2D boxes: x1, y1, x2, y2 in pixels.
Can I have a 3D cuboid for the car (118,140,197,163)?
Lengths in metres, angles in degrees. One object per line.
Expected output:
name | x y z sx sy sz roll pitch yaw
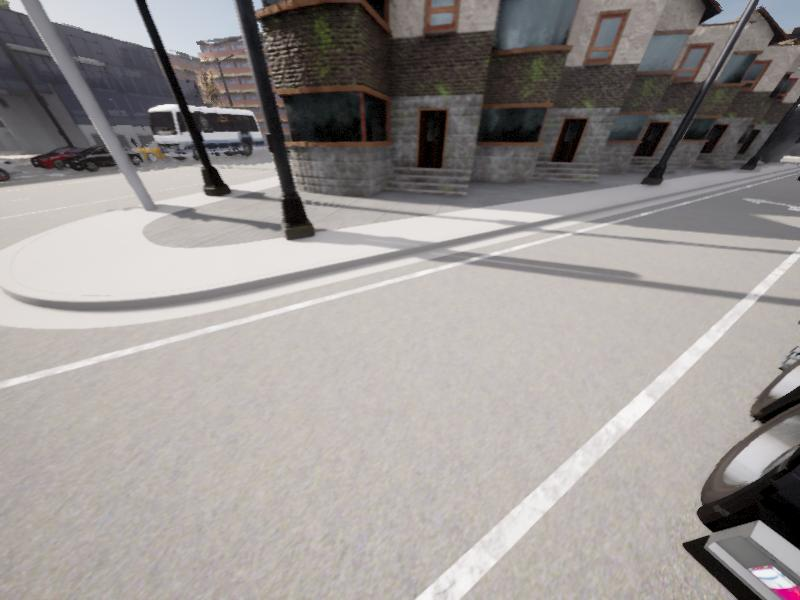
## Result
car | -23.496 -14.690 22.756 1.882 1.535 5.008 10 38 13

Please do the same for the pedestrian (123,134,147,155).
pedestrian | -29.497 -17.321 25.761 0.751 1.860 0.751 3 35 4

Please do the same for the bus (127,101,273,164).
bus | -19.062 -17.101 23.720 3.944 4.253 10.273 10 38 13

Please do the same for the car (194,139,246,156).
car | -21.574 -18.516 27.996 1.812 1.442 4.674 10 38 14

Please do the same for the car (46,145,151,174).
car | -21.936 -10.518 17.115 1.816 1.474 4.193 10 37 13

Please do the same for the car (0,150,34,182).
car | -23.816 -6.820 12.023 1.812 1.442 4.674 10 37 13

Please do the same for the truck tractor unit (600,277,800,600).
truck tractor unit | 5.135 -0.276 0.754 6.516 4.208 3.053 -17 39 -23

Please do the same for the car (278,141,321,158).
car | -11.234 -17.205 26.324 1.895 1.301 4.718 10 38 13

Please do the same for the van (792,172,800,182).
van | 30.440 -9.556 15.782 5.915 2.561 1.988 -16 38 -22

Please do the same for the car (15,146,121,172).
car | -25.300 -11.020 17.889 1.994 1.385 4.181 11 37 14
